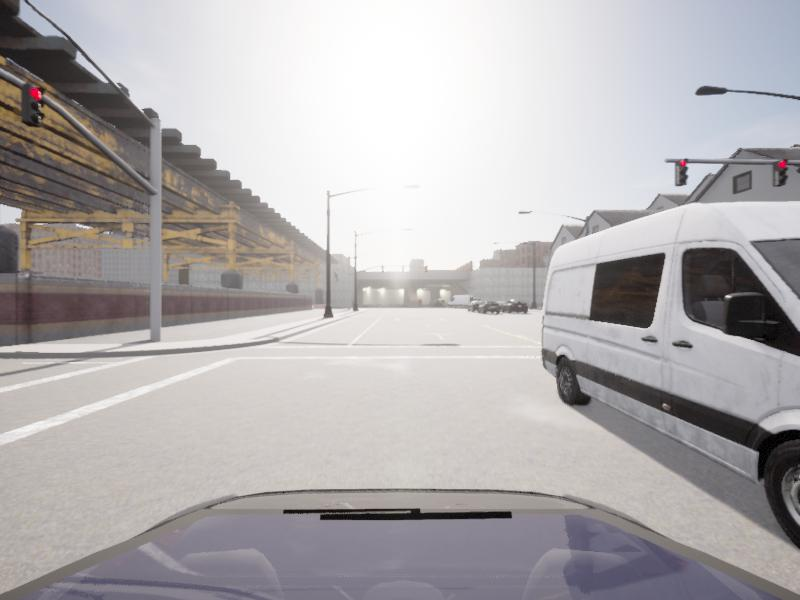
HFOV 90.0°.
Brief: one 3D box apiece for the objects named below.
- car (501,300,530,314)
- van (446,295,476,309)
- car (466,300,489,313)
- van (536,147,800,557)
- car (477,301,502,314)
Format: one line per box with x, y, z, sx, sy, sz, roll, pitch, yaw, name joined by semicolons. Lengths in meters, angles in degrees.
13.972;0.785;48.754;2.242;1.667;4.611;0;0;0;car
11.750;0.366;77.377;1.988;2.561;5.915;0;1;-37;van
10.476;0.803;54.258;1.930;1.638;5.238;0;0;-1;car
3.494;0.326;4.378;1.988;2.561;5.915;0;0;0;van
10.476;0.856;47.169;2.007;1.525;4.514;0;0;0;car
